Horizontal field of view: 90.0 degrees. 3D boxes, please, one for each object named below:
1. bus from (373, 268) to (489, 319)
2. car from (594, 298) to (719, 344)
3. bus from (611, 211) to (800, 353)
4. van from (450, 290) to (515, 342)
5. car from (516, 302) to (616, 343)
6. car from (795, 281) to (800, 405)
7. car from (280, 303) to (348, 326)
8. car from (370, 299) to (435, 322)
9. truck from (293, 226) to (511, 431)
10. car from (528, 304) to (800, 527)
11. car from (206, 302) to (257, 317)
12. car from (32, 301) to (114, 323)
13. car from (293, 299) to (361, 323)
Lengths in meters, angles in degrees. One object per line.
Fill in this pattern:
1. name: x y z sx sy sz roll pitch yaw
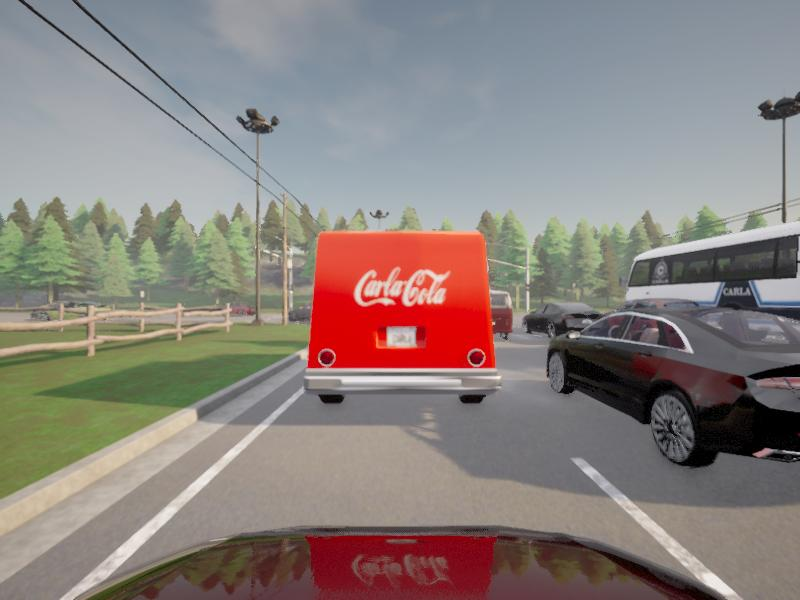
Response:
1. bus: 2.747 -0.518 37.729 10.273 4.253 3.944 0 -2 33
2. car: 10.451 0.764 16.865 2.242 1.667 4.611 0 0 -1
3. bus: 13.851 -0.526 17.197 3.944 4.253 10.273 0 0 -1
4. van: 3.408 0.608 17.413 1.775 1.987 4.442 0 0 -2
5. car: 6.884 0.860 17.256 2.163 1.488 4.792 0 0 -2
6. car: 7.018 0.647 4.203 1.905 1.878 3.866 0 0 0
7. car: -5.793 0.920 26.856 4.181 1.385 1.994 0 0 28
8. car: 0.148 0.771 31.419 4.611 1.667 2.242 0 -1 36
9. truck: 0.030 0.357 7.422 2.627 2.467 5.204 0 0 0
10. car: 3.521 0.840 5.258 2.128 1.511 4.902 0 0 0
11. car: -16.627 0.926 39.640 4.181 1.385 1.994 0 0 3
12. car: -24.074 0.843 29.538 4.514 1.525 2.007 0 0 2
13. car: -5.525 0.772 30.405 4.611 1.667 2.242 0 0 25
